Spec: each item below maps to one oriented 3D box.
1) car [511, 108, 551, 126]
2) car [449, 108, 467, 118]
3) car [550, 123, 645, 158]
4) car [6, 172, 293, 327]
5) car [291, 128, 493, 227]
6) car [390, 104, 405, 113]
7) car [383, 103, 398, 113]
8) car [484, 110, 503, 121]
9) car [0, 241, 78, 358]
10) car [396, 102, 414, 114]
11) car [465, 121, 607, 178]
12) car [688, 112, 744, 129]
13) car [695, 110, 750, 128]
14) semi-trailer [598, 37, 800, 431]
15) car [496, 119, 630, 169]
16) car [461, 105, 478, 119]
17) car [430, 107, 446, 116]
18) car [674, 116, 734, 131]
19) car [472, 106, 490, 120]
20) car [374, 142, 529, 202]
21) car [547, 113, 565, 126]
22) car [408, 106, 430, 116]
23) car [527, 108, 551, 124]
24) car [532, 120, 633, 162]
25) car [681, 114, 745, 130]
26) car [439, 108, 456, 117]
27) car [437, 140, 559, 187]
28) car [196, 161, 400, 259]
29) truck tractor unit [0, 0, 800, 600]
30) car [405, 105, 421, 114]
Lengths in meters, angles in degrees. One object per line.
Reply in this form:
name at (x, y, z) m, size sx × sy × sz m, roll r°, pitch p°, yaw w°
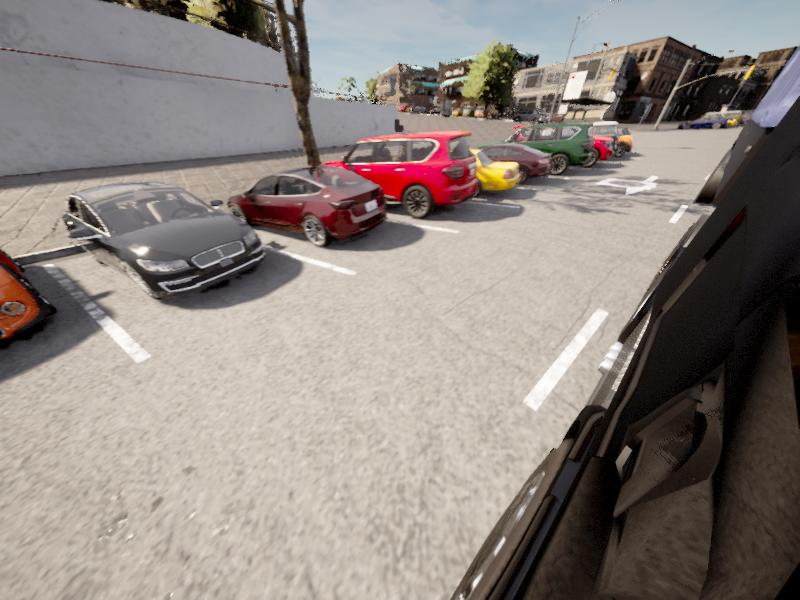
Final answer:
car at (19.432, -27.367, 34.485) m, size 1.932 × 1.855 × 4.605 m, roll -27°, pitch 48°, yaw -31°
car at (12.999, -41.470, 51.224) m, size 1.946 × 1.575 × 5.366 m, roll 23°, pitch 43°, yaw 22°
car at (13.637, -11.266, 16.374) m, size 4.553 × 1.767 × 2.185 m, roll 18°, pitch 41°, yaw 26°
car at (-4.936, -1.475, 4.640) m, size 4.892 × 1.521 × 2.231 m, roll 17°, pitch 41°, yaw 25°
car at (-0.359, -4.117, 7.465) m, size 5.566 × 2.045 × 2.435 m, roll 17°, pitch 41°, yaw 25°
car at (-0.630, -52.345, 63.125) m, size 2.185 × 1.767 × 4.553 m, roll 21°, pitch 42°, yaw 21°
car at (-2.547, -53.879, 64.891) m, size 2.185 × 1.767 × 4.553 m, roll 20°, pitch 41°, yaw 22°
car at (18.641, -36.674, 45.866) m, size 2.231 × 1.521 × 4.892 m, roll 23°, pitch 43°, yaw 22°
car at (-7.270, -0.363, 3.091) m, size 4.553 × 1.767 × 2.185 m, roll 17°, pitch 41°, yaw 25°
car at (1.348, -50.885, 61.314) m, size 2.435 × 2.045 × 5.566 m, roll 22°, pitch 43°, yaw 21°
car at (6.580, -7.764, 11.915) m, size 5.566 × 2.045 × 2.435 m, roll 17°, pitch 41°, yaw 26°
car at (49.080, -27.963, 36.063) m, size 4.553 × 1.767 × 2.185 m, roll 21°, pitch 42°, yaw 30°
car at (51.708, -29.078, 37.213) m, size 4.442 × 1.987 × 1.878 m, roll 22°, pitch 43°, yaw 30°
semi-trailer at (8.668, -3.619, 4.267) m, size 14.254 × 4.402 × 2.717 m, roll -28°, pitch 44°, yaw -30°
car at (8.957, -8.965, 13.374) m, size 5.566 × 2.045 × 2.435 m, roll 17°, pitch 41°, yaw 26°
car at (14.774, -39.918, 49.131) m, size 1.878 × 1.987 × 4.442 m, roll 23°, pitch 43°, yaw 21°
car at (9.062, -44.464, 54.605) m, size 2.002 × 1.452 × 4.674 m, roll 22°, pitch 43°, yaw 21°
car at (44.051, -25.739, 33.683) m, size 4.792 × 1.488 × 2.163 m, roll 21°, pitch 43°, yaw 29°
car at (16.692, -38.352, 47.387) m, size 1.878 × 1.987 × 4.442 m, roll 23°, pitch 43°, yaw 21°
car at (1.826, -5.177, 9.165) m, size 5.366 × 1.575 × 1.946 m, roll 17°, pitch 41°, yaw 25°
car at (26.297, -30.398, 38.932) m, size 2.002 × 1.452 × 4.674 m, roll 23°, pitch 43°, yaw 22°
car at (4.267, -43.014, 52.483) m, size 2.128 × 1.511 × 4.902 m, roll -27°, pitch 48°, yaw -31°
car at (24.407, -32.198, 40.505) m, size 2.435 × 2.045 × 5.566 m, roll 23°, pitch 43°, yaw 22°
car at (11.363, -10.127, 14.821) m, size 4.442 × 1.987 × 1.878 m, roll 18°, pitch 41°, yaw 26°
car at (46.759, -26.707, 34.733) m, size 5.366 × 1.575 × 1.946 m, roll 21°, pitch 42°, yaw 29°
car at (10.992, -42.904, 52.869) m, size 2.002 × 1.452 × 4.674 m, roll 23°, pitch 43°, yaw 21°
car at (4.303, -6.306, 10.591) m, size 4.674 × 1.452 × 2.002 m, roll 17°, pitch 41°, yaw 26°
car at (-2.654, -2.673, 6.144) m, size 4.792 × 1.488 × 2.163 m, roll 17°, pitch 41°, yaw 25°
truck tractor unit at (2.645, -0.295, 0.352) m, size 6.516 × 4.208 × 3.053 m, roll -28°, pitch 44°, yaw -30°
car at (3.381, -49.255, 59.894) m, size 1.946 × 1.575 × 5.366 m, roll 22°, pitch 43°, yaw 21°
